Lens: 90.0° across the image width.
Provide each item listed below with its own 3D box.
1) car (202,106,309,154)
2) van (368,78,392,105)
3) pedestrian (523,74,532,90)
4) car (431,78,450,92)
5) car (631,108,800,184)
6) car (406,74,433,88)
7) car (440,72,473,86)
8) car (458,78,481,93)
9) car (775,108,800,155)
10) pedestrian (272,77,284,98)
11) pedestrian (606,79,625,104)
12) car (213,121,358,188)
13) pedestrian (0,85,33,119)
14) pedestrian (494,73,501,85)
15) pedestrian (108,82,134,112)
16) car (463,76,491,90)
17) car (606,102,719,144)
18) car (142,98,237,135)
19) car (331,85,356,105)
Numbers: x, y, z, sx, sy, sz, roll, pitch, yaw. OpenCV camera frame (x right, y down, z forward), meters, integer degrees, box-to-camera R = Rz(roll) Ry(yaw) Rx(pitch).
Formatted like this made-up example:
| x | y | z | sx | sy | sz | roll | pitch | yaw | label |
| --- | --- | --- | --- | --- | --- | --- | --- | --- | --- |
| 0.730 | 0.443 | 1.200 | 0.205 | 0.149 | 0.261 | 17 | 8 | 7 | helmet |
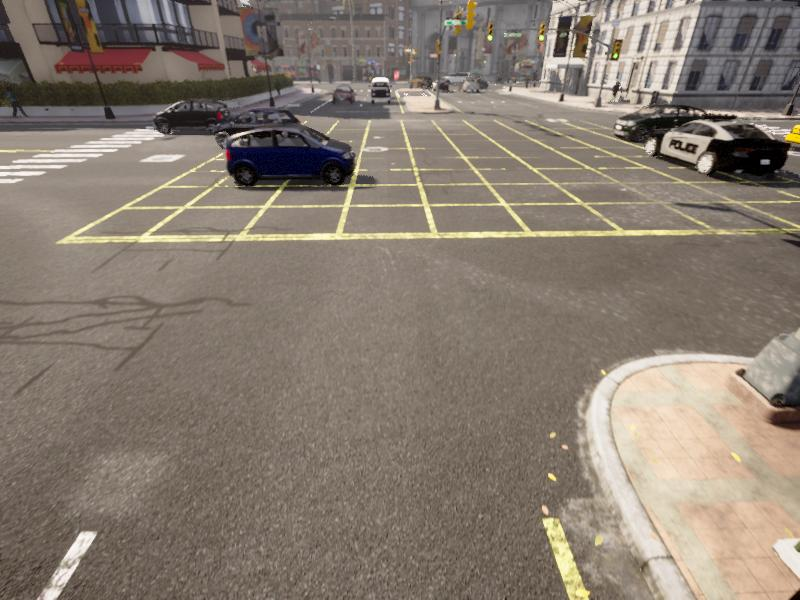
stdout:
| x | y | z | sx | sy | sz | roll | pitch | yaw | label |
| --- | --- | --- | --- | --- | --- | --- | --- | --- | --- |
| -5.978 | -7.209 | 16.810 | 3.633 | 1.501 | 1.845 | 9 | 31 | 15 | car |
| -1.789 | -19.521 | 37.351 | 2.069 | 2.038 | 4.480 | -1 | 30 | -2 | van |
| 17.807 | -30.465 | 55.893 | 0.751 | 1.860 | 0.751 | 0 | 30 | 0 | pedestrian |
| 5.563 | -29.954 | 55.674 | 2.038 | 1.542 | 4.974 | -1 | 30 | -2 | car |
| 10.533 | -5.484 | 13.751 | 1.930 | 1.638 | 5.238 | -1 | 30 | -1 | car |
| 3.083 | -35.026 | 64.022 | 1.932 | 1.855 | 4.605 | -19 | 35 | -29 | car |
| 10.021 | -39.468 | 71.457 | 5.566 | 2.045 | 2.150 | -1 | 30 | -1 | car |
| 9.194 | -28.615 | 53.315 | 2.152 | 1.651 | 5.027 | 0 | 30 | 0 | car |
| 18.536 | -6.598 | 15.719 | 5.366 | 1.575 | 1.801 | 0 | 30 | 1 | car |
| -12.677 | -22.082 | 41.556 | 0.751 | 1.860 | 0.751 | -1 | 30 | -1 | pedestrian |
| 18.666 | -18.025 | 34.627 | 0.751 | 1.860 | 0.751 | -3 | 31 | -6 | pedestrian |
| -3.197 | -4.367 | 11.927 | 3.705 | 1.549 | 1.789 | -1 | 30 | -2 | car |
| -23.940 | -12.344 | 24.906 | 0.751 | 1.860 | 0.751 | -1 | 30 | -2 | pedestrian |
| 18.078 | -40.884 | 74.008 | 0.751 | 1.860 | 0.751 | -8 | 31 | -13 | pedestrian |
| -19.868 | -14.452 | 28.511 | 0.751 | 1.860 | 0.751 | -2 | 30 | -4 | pedestrian |
| 11.864 | -33.399 | 61.580 | 2.242 | 1.667 | 4.611 | 21 | 36 | 31 | car |
| 11.960 | -8.174 | 18.440 | 3.705 | 1.549 | 1.789 | -1 | 30 | -2 | car |
| -10.764 | -9.538 | 20.765 | 3.705 | 1.549 | 1.789 | -1 | 30 | -2 | car |
| -5.311 | -19.520 | 37.940 | 1.812 | 1.442 | 4.674 | -1 | 30 | -1 | car |
